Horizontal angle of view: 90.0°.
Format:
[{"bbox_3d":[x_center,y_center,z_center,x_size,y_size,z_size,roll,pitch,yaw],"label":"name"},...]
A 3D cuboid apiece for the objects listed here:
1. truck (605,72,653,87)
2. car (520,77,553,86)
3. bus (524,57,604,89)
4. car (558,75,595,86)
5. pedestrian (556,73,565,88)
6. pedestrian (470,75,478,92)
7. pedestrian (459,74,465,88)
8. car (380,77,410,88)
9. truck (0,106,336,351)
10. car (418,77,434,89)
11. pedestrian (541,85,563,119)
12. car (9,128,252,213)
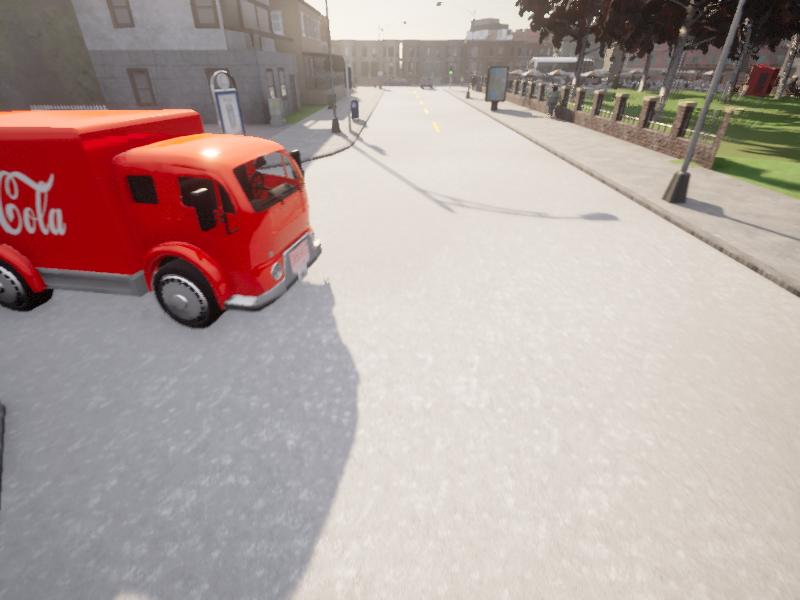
[{"bbox_3d":[38.176,-36.799,66.818,6.274,2.098,2.390,0,30,0],"label":"truck"},{"bbox_3d":[22.730,-36.532,66.917,4.718,1.301,1.895,0,30,0],"label":"car"},{"bbox_3d":[25.500,-35.676,62.967,10.273,4.253,3.944,0,30,0],"label":"bus"},{"bbox_3d":[29.441,-36.649,66.880,5.008,1.535,1.882,0,30,0],"label":"car"},{"bbox_3d":[23.700,-32.408,59.082,0.751,1.860,0.751,-1,30,-1],"label":"pedestrian"},{"bbox_3d":[9.310,-27.251,50.277,0.751,1.860,0.751,1,30,1],"label":"pedestrian"},{"bbox_3d":[9.607,-34.051,62.083,0.751,1.860,0.751,4,31,6],"label":"pedestrian"},{"bbox_3d":[-0.769,-36.238,66.696,4.674,1.442,1.812,10,32,16],"label":"car"},{"bbox_3d":[-3.965,-1.346,5.841,5.204,2.467,2.627,6,31,11],"label":"truck"},{"bbox_3d":[3.831,-32.196,59.295,1.845,1.501,3.633,-2,30,-3],"label":"car"},{"bbox_3d":[9.357,-12.204,24.667,0.751,1.860,0.751,0,30,0],"label":"pedestrian"},{"bbox_3d":[-6.455,-3.404,10.257,4.514,1.525,2.007,-4,31,-7],"label":"car"}]
